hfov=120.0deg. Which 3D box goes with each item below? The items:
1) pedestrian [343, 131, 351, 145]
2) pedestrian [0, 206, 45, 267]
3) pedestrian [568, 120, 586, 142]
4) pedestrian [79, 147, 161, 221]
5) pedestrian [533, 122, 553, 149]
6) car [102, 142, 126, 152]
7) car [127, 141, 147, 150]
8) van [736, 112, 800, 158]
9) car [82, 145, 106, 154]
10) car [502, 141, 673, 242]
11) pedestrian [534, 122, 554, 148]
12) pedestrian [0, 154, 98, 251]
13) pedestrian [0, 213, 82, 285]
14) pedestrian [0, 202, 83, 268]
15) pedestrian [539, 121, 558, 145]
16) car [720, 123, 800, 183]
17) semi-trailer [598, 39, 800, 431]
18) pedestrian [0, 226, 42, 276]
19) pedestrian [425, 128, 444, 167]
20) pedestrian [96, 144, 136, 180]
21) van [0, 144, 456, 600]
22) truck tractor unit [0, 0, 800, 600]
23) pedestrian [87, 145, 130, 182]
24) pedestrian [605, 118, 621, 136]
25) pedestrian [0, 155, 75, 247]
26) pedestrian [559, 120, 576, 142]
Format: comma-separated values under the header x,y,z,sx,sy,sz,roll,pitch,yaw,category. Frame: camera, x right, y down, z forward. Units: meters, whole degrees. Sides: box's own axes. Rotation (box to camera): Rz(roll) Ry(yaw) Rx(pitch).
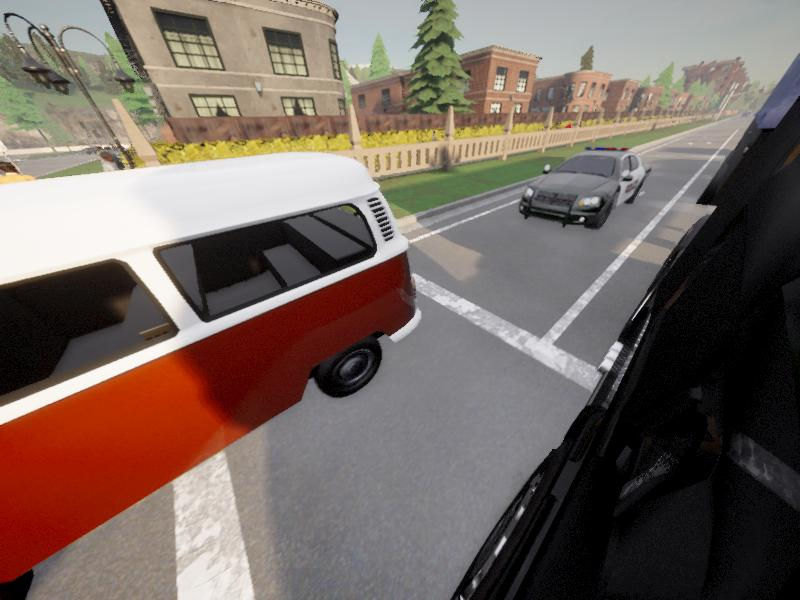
x,y,z,sx,sy,sz,roll,pitch,yaw,category
-8.671,-26.531,37.841,0.751,1.860,0.751,-29,44,-31,pedestrian
-8.596,-1.653,4.581,0.751,1.860,0.751,-32,46,-33,pedestrian
18.615,-17.759,24.327,0.751,1.860,0.751,29,47,35,pedestrian
-8.455,-3.520,7.067,0.751,1.860,0.751,27,46,34,pedestrian
12.595,-14.503,20.369,0.751,1.860,0.751,-29,44,-31,pedestrian
-74.792,-40.035,60.504,1.932,1.855,4.605,-16,39,-17,car
-72.861,-42.729,63.984,1.905,1.878,3.866,-16,39,-17,car
22.385,-9.929,13.804,4.442,1.987,1.775,-28,44,-30,van
-77.462,-38.209,58.565,1.816,1.474,4.193,-16,39,-17,car
5.353,-3.378,6.542,4.974,1.542,2.038,-28,44,-30,car
13.075,-15.006,21.010,0.751,1.860,0.751,-28,44,-30,pedestrian
-8.419,-2.230,5.341,0.751,1.860,0.751,-21,41,-23,pedestrian
-6.564,-0.883,4.054,0.500,1.100,0.500,5,37,10,pedestrian
-7.306,-1.315,4.680,0.500,1.100,0.500,-29,44,-30,pedestrian
14.630,-16.413,22.789,0.751,1.860,0.751,-27,43,-29,pedestrian
16.051,-6.387,9.800,5.027,1.651,2.152,-28,44,-30,car
8.693,-3.613,4.225,14.254,4.402,2.717,-28,44,-30,semi-trailer
-7.893,-1.110,4.444,0.500,1.100,0.500,14,40,21,pedestrian
2.030,-9.158,13.917,0.751,1.860,0.751,-23,41,-25,pedestrian
-18.170,-8.847,14.825,0.751,1.860,0.751,-28,44,-30,pedestrian
-1.976,0.261,1.727,4.480,2.038,2.069,-28,43,-28,van
2.645,-0.295,0.351,6.516,4.208,3.053,-28,44,-30,truck tractor unit
-17.811,-8.370,14.164,0.751,1.860,0.751,-28,44,-30,pedestrian
27.814,-22.558,30.140,0.751,1.860,0.751,-29,44,-31,pedestrian
-9.370,-2.378,5.601,0.751,1.860,0.751,-25,42,-27,pedestrian
18.189,-18.328,25.116,0.751,1.860,0.751,-29,44,-30,pedestrian
